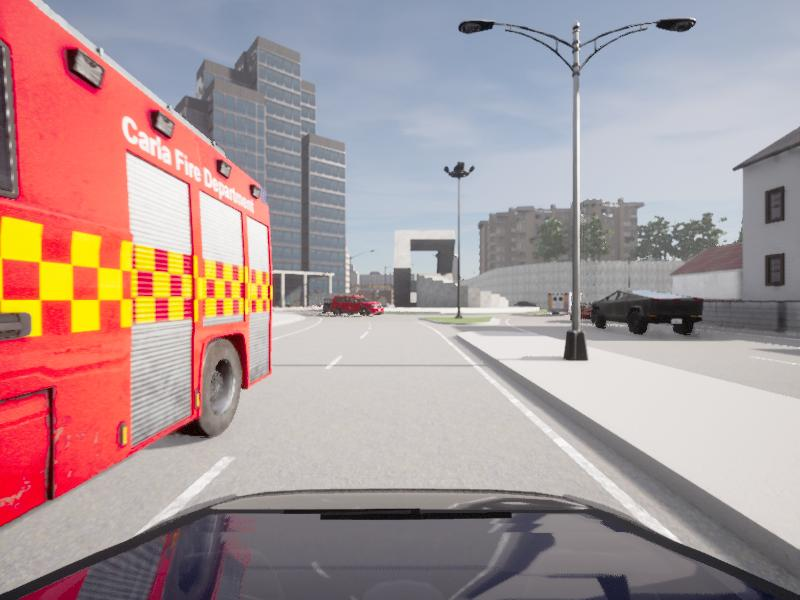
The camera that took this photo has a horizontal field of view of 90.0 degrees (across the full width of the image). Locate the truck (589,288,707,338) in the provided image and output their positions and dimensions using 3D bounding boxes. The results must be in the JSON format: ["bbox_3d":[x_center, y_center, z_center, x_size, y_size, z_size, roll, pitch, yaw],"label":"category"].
[{"bbox_3d":[11.920,0.559,19.999,2.390,2.098,6.274,0,0,4],"label":"truck"}]

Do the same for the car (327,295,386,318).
[{"bbox_3d":[-4.307,0.601,39.298,5.566,2.045,2.150,0,0,31],"label":"car"}]

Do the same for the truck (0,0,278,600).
[{"bbox_3d":[-3.480,-0.313,2.334,2.891,3.827,8.468,0,0,0],"label":"truck"}]

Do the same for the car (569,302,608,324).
[{"bbox_3d":[13.634,0.879,29.178,1.816,1.474,4.193,0,0,15],"label":"car"}]

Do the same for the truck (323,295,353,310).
[{"bbox_3d":[-10.692,0.412,69.263,2.627,2.467,5.204,0,0,27],"label":"truck"}]

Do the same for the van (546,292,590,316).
[{"bbox_3d":[18.450,0.415,43.708,2.351,2.431,6.366,0,0,44],"label":"van"}]

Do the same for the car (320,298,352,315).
[{"bbox_3d":[-7.456,0.684,46.264,1.905,1.878,3.866,0,0,-41],"label":"car"}]
